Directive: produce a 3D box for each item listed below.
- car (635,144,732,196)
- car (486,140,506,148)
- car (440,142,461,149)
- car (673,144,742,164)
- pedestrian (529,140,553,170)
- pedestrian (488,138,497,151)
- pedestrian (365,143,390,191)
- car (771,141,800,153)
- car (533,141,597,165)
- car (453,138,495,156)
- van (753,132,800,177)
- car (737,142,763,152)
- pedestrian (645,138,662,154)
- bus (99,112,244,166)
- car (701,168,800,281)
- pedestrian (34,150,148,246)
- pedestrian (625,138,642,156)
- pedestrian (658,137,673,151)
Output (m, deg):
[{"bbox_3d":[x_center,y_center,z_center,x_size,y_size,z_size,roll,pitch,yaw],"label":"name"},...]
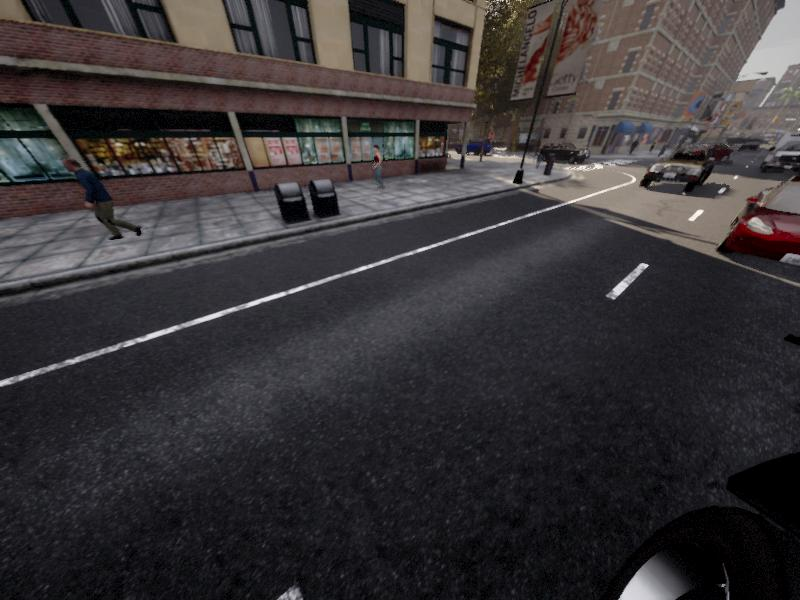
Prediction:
[{"bbox_3d":[14.467,-6.790,11.798,4.605,1.855,1.932,-24,41,-29],"label":"car"},{"bbox_3d":[25.279,-41.177,60.884,4.902,1.511,2.128,-24,41,-29],"label":"car"},{"bbox_3d":[11.578,-35.156,52.569,4.718,1.301,1.895,-24,41,-29],"label":"car"},{"bbox_3d":[30.625,-14.626,23.085,5.008,1.535,1.882,-10,37,-14],"label":"car"},{"bbox_3d":[10.524,-10.817,17.254,0.751,1.860,0.751,-23,41,-29],"label":"pedestrian"},{"bbox_3d":[15.882,-26.643,39.668,0.751,1.860,0.751,27,44,33],"label":"pedestrian"},{"bbox_3d":[-1.025,-6.153,10.728,0.751,1.860,0.751,-19,39,-24],"label":"pedestrian"},{"bbox_3d":[60.374,-24.017,36.255,4.674,1.442,1.812,-23,41,-29],"label":"car"},{"bbox_3d":[16.651,-15.116,23.597,1.932,1.855,4.605,-21,40,-27],"label":"car"},{"bbox_3d":[10.903,-22.924,34.575,2.150,2.045,5.566,-24,42,-30],"label":"car"},{"bbox_3d":[28.399,-10.545,16.540,6.366,2.431,2.351,-23,41,-29],"label":"van"},{"bbox_3d":[61.052,-26.771,40.279,4.718,1.301,1.895,-23,41,-29],"label":"car"},{"bbox_3d":[34.912,-21.257,31.875,0.751,1.860,0.751,-25,42,-31],"label":"pedestrian"},{"bbox_3d":[-24.629,-18.169,26.196,10.273,4.253,3.944,-24,41,-29],"label":"bus"},{"bbox_3d":[9.377,-1.902,5.248,4.792,1.488,2.163,-23,41,-29],"label":"car"},{"bbox_3d":[-6.975,-2.363,5.397,0.751,1.860,0.751,-27,43,-33],"label":"pedestrian"},{"bbox_3d":[29.402,-19.260,29.085,0.751,1.860,0.751,28,44,34],"label":"pedestrian"},{"bbox_3d":[43.768,-25.681,38.083,0.751,1.860,0.751,-23,41,-29],"label":"pedestrian"}]
